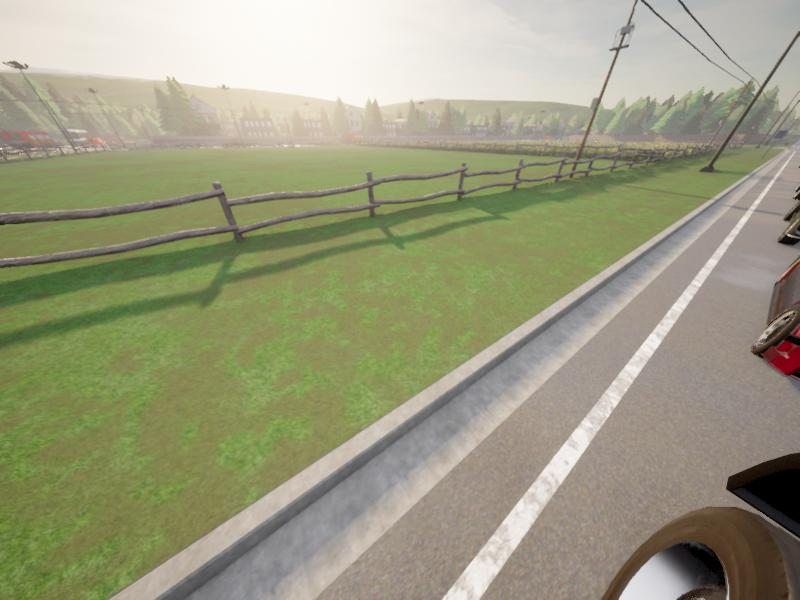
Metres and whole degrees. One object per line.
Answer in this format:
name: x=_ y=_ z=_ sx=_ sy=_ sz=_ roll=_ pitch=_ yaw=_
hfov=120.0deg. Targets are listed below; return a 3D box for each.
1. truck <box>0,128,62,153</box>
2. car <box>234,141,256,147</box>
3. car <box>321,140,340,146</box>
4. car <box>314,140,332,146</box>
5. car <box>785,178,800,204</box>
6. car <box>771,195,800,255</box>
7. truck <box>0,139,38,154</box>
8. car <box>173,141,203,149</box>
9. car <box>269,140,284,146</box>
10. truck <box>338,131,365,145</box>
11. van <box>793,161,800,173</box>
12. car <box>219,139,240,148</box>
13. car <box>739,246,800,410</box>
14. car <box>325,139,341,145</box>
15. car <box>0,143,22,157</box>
truck: x=-75.295 y=-31.626 z=45.764 sx=2.891 sy=3.827 sz=8.468 roll=1 pitch=35 yaw=2
car: x=-44.717 y=-45.021 z=66.584 sx=4.792 sy=1.488 sz=2.163 roll=-22 pitch=41 yaw=-28
car: x=-22.567 y=-51.421 z=75.459 sx=5.366 sy=1.575 sz=1.801 roll=-22 pitch=41 yaw=-28
car: x=-25.658 y=-52.634 z=77.197 sx=5.008 sy=1.535 sz=1.882 roll=-22 pitch=41 yaw=-28
car: x=18.458 y=-4.916 z=9.470 sx=4.792 sy=1.488 sz=2.163 roll=-22 pitch=41 yaw=-28
car: x=11.741 y=-2.253 z=5.618 sx=5.027 sy=1.651 sz=2.152 roll=-22 pitch=41 yaw=-28
truck: x=-71.914 y=-28.028 z=42.150 sx=2.390 sy=2.098 sz=6.274 roll=-4 pitch=35 yaw=-6
car: x=-53.296 y=-39.145 z=58.177 sx=5.238 sy=1.638 sz=1.930 roll=-22 pitch=41 yaw=-28
car: x=-40.472 y=-51.618 z=75.817 sx=3.633 sy=1.501 sz=1.845 roll=-22 pitch=41 yaw=-28
truck: x=-17.115 y=-57.000 z=81.339 sx=8.468 sy=3.827 sz=2.891 roll=-22 pitch=41 yaw=-28
van: x=32.316 y=-10.912 z=17.056 sx=6.366 sy=2.431 sz=2.351 roll=-22 pitch=41 yaw=-28
car: x=-44.155 y=-40.449 z=59.772 sx=3.866 sy=1.878 sz=1.905 roll=-22 pitch=41 yaw=-28
car: x=6.095 y=0.142 z=2.503 sx=4.181 sy=1.385 sz=1.994 roll=-22 pitch=41 yaw=-28
car: x=-23.715 y=-55.867 z=81.761 sx=5.008 sy=1.535 sz=1.882 roll=-22 pitch=41 yaw=-28
car: x=-62.222 y=-23.089 z=35.599 sx=2.242 sy=1.667 sz=4.611 roll=-19 pitch=39 yaw=-24
